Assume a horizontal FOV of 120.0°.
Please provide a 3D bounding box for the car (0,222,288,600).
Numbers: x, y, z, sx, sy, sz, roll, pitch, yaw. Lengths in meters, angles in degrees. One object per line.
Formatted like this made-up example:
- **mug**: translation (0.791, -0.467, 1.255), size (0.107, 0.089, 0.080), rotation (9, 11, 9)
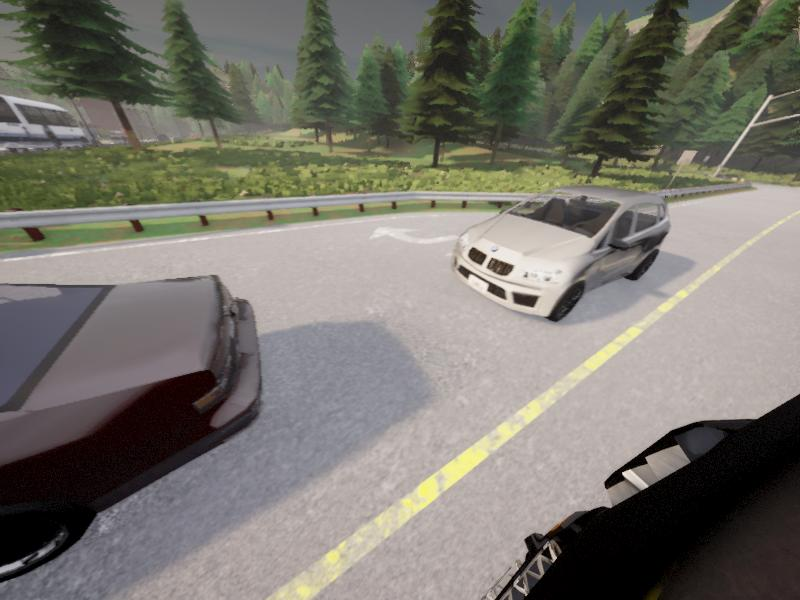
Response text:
- **car**: translation (-3.703, 0.911, 1.017), size (5.357, 1.411, 2.033), rotation (-16, 38, -26)

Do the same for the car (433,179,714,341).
- **car**: translation (3.279, -1.258, 4.548), size (4.611, 1.667, 2.242), rotation (-16, 38, -26)

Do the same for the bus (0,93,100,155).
- **bus**: translation (-35.955, -16.992, 22.657), size (3.944, 4.253, 10.273), rotation (-16, 38, -26)
